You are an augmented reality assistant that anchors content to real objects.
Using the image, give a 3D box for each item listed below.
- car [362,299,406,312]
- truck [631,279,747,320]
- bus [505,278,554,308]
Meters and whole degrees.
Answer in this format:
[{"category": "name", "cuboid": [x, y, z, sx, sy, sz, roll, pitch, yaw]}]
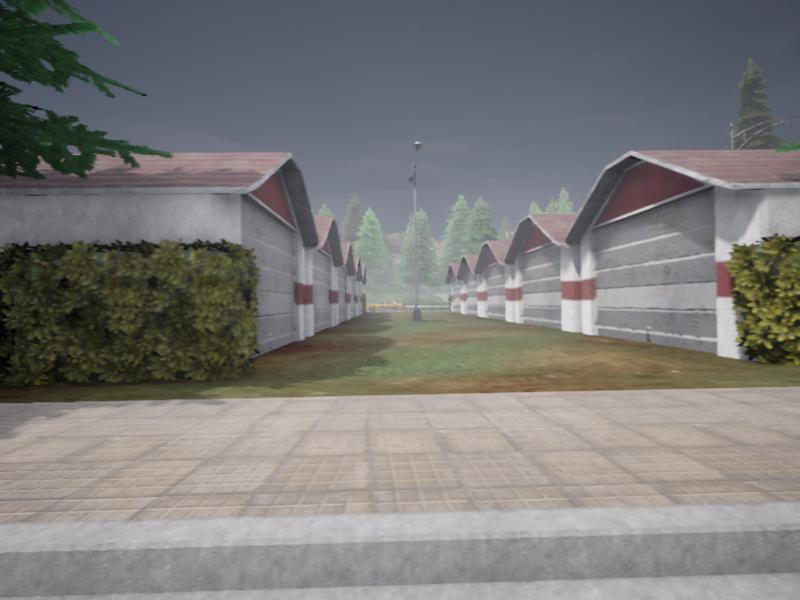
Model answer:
[{"category": "car", "cuboid": [-1.976, 0.683, 49.756, 5.366, 1.575, 1.801, -1, 0, -2]}, {"category": "truck", "cuboid": [17.042, -0.010, 24.226, 2.390, 2.098, 6.274, -1, 0, -1]}, {"category": "bus", "cuboid": [19.706, -0.919, 61.794, 3.944, 4.253, 10.273, -1, -1, -1]}]
